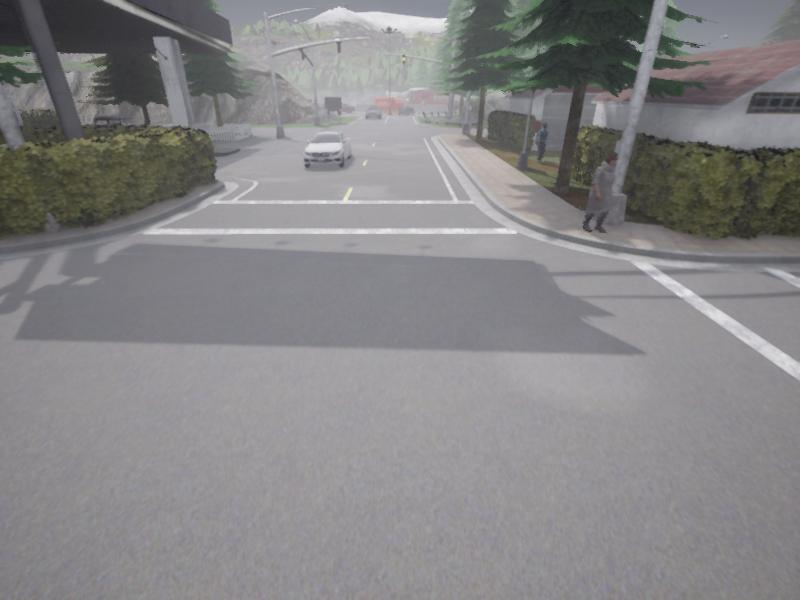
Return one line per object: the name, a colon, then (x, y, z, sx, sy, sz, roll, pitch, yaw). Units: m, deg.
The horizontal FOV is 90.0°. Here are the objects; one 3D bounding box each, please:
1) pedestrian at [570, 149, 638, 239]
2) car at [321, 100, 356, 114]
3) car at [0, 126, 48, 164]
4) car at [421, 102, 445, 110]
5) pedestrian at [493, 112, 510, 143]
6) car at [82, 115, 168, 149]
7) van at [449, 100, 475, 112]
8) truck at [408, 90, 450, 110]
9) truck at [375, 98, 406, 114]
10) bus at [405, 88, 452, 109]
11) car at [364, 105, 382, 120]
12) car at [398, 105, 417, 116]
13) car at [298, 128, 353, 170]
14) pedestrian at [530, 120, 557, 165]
pedestrian: (4.747, -2.496, 9.392, 0.751, 1.860, 0.751, -13, 30, -24)
car: (-10.452, -33.138, 68.749, 5.566, 2.045, 2.150, 0, 27, 0)
car: (-22.143, -8.230, 21.140, 4.611, 1.667, 2.242, 0, 27, 0)
car: (7.225, -42.412, 87.470, 5.027, 1.651, 2.152, 0, 27, 0)
pedestrian: (6.858, -11.669, 27.099, 0.751, 1.860, 0.751, 1, 27, 1)
car: (-17.812, -10.979, 26.098, 3.866, 1.878, 1.905, 0, 27, 0)
van: (11.537, -36.248, 74.867, 4.442, 1.987, 1.775, 0, 27, 0)
truck: (6.013, -41.918, 83.800, 8.468, 3.827, 2.891, 0, 27, 0)
truck: (-1.629, -33.296, 68.605, 5.204, 2.467, 2.627, 0, 27, 0)
bus: (6.248, -45.267, 89.805, 10.273, 4.253, 3.944, 0, 27, 0)
car: (-3.421, -24.474, 52.155, 2.038, 1.542, 4.974, 0, 27, 0)
car: (1.173, -29.854, 62.934, 1.789, 1.549, 3.705, 9, 28, 19)
car: (-3.496, -7.526, 19.713, 1.812, 1.442, 4.674, -1, 27, 0)
pedestrian: (6.663, -7.343, 18.662, 0.751, 1.860, 0.751, 0, 27, 1)
